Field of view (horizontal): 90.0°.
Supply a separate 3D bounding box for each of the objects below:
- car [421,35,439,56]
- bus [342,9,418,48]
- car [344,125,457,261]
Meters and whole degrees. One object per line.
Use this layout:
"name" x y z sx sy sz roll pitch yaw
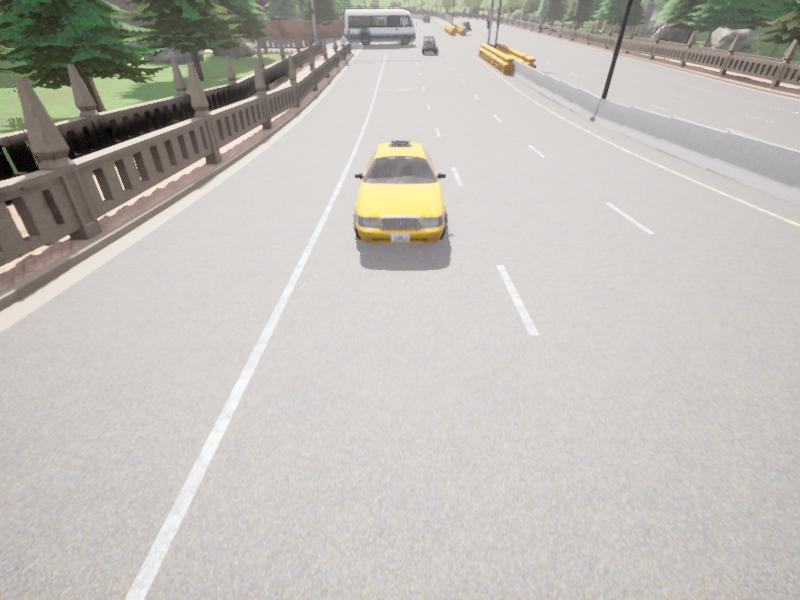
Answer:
"car" 3.613 -30.835 48.476 1.905 1.878 3.866 0 37 0
"bus" -2.844 -38.887 57.229 10.273 4.253 3.944 -5 37 -6
"car" 0.007 -2.751 9.093 1.801 1.575 5.366 0 31 0
